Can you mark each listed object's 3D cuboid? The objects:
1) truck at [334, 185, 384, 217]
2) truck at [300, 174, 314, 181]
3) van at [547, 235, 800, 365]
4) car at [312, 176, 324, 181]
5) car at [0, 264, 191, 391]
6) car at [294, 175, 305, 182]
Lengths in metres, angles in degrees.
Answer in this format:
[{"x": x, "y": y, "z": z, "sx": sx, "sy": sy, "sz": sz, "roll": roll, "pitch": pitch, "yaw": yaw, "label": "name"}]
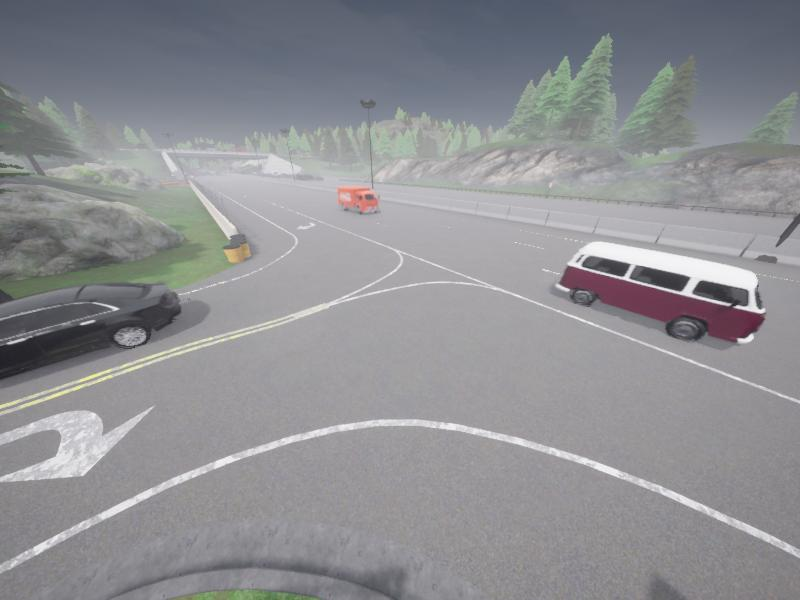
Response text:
[{"x": -4.379, "y": -10.552, "z": 24.412, "sx": 2.627, "sy": 2.467, "sz": 5.204, "roll": -23, "pitch": 37, "yaw": -34, "label": "truck"}, {"x": -33.204, "y": -43.691, "z": 82.177, "sx": 2.390, "sy": 2.098, "sz": 6.274, "roll": -23, "pitch": 37, "yaw": -34, "label": "truck"}, {"x": 7.817, "y": -0.445, "z": 7.339, "sx": 2.069, "sy": 2.038, "sz": 4.480, "roll": -23, "pitch": 37, "yaw": -34, "label": "van"}, {"x": -29.507, "y": -43.930, "z": 83.251, "sx": 2.128, "sy": 1.511, "sz": 4.902, "roll": -23, "pitch": 37, "yaw": -34, "label": "car"}, {"x": -8.492, "y": 0.686, "z": 5.519, "sx": 4.892, "sy": 1.490, "sz": 1.837, "roll": -23, "pitch": 37, "yaw": -34, "label": "car"}, {"x": -34.334, "y": -41.550, "z": 78.701, "sx": 1.905, "sy": 1.878, "sz": 3.866, "roll": -23, "pitch": 37, "yaw": -34, "label": "car"}]
